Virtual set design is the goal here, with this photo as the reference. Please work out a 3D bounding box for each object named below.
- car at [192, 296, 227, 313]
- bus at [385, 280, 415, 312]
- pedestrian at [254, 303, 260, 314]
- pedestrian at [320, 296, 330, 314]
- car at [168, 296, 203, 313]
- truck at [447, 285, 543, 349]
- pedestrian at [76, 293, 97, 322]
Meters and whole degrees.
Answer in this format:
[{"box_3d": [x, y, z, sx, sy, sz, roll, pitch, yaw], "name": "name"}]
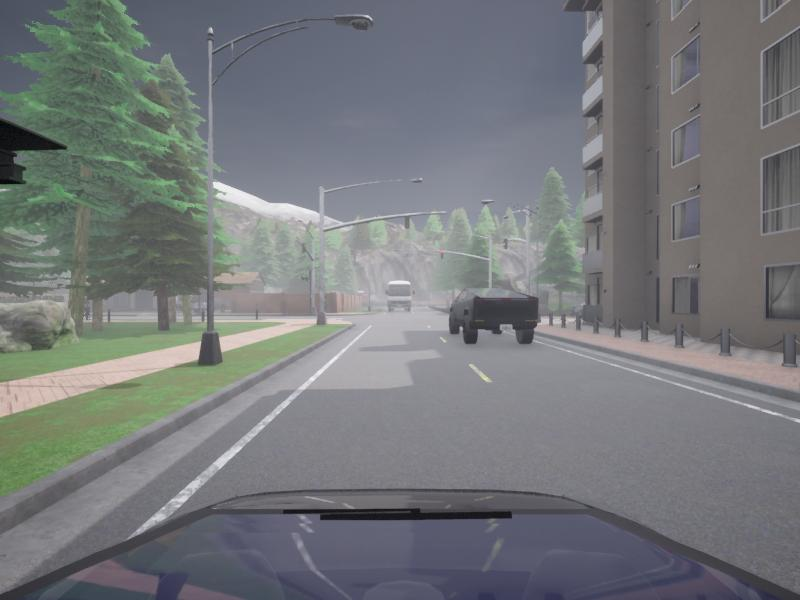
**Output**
[{"box_3d": [-21.587, 0.503, 45.523, 1.932, 1.855, 4.605, 0, 0, -1], "name": "car"}, {"box_3d": [0.035, -0.534, 57.845, 3.944, 4.253, 10.273, 0, 0, 0], "name": "bus"}, {"box_3d": [-14.879, 0.856, 41.545, 0.500, 1.100, 0.500, 0, 0, -2], "name": "pedestrian"}, {"box_3d": [-7.833, 0.477, 41.897, 0.751, 1.860, 0.751, 0, 0, -43], "name": "pedestrian"}, {"box_3d": [-24.091, 0.505, 45.073, 1.905, 1.878, 3.866, 0, 0, -1], "name": "car"}, {"box_3d": [3.475, 0.542, 16.195, 2.390, 2.098, 6.274, 0, 0, 0], "name": "truck"}, {"box_3d": [-20.512, 0.471, 26.185, 0.751, 1.860, 0.751, 0, 0, 0], "name": "pedestrian"}]
